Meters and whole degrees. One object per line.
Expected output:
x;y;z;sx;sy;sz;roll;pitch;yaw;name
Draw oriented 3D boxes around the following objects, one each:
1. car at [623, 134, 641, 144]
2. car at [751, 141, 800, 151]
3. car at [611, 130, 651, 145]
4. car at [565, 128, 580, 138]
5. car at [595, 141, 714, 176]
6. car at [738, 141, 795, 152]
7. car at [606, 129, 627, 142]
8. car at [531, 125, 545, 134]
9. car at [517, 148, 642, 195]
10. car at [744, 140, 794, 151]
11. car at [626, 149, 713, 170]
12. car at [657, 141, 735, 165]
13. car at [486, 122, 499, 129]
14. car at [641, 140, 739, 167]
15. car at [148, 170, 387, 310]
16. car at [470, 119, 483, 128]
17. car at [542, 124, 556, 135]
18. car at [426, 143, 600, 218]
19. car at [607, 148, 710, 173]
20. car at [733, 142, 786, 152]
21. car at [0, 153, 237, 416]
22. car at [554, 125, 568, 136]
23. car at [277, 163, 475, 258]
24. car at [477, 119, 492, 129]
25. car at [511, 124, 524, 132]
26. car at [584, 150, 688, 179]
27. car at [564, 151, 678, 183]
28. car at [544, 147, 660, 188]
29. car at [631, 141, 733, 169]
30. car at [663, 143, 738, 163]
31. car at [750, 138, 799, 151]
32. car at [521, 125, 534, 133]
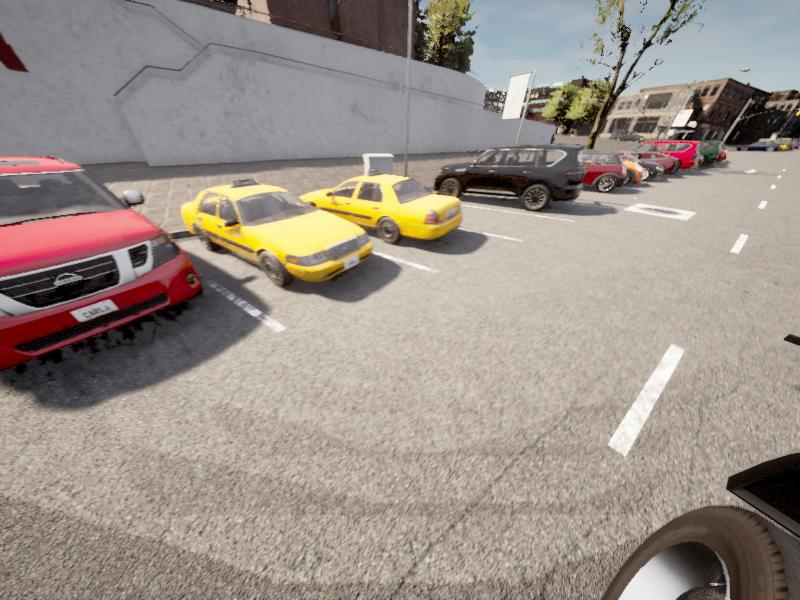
48.878;-34.030;48.774;2.002;1.452;4.674;27;42;25;car
76.568;-31.492;47.215;4.892;1.521;2.231;26;42;33;car
42.949;-30.397;43.079;1.932;1.855;4.605;-20;45;-29;car
42.052;-40.638;56.245;2.231;1.521;4.892;27;42;25;car
18.878;-10.980;17.787;5.566;2.045;2.435;21;40;28;car
68.781;-28.912;43.518;5.366;1.575;1.946;25;42;33;car
47.206;-35.916;50.487;2.435;2.045;5.566;27;42;25;car
37.047;-45.670;62.003;1.946;1.575;5.366;27;42;25;car
9.099;-6.912;12.179;4.553;1.767;2.185;21;40;29;car
71.250;-29.939;44.777;4.553;1.767;2.185;25;42;33;car
23.831;-12.694;20.759;4.674;1.452;2.002;21;40;29;car
31.349;-15.811;24.772;4.442;1.987;1.878;22;40;29;car
28.462;-53.875;71.345;1.946;1.575;5.366;26;42;24;car
28.798;-14.888;23.403;5.566;2.045;2.435;21;40;29;car
-3.053;-1.791;5.146;5.366;1.575;1.946;21;40;29;car
24.852;-57.153;74.852;2.185;1.767;4.553;26;41;24;car
38.600;-44.057;59.784;1.878;1.987;4.442;27;42;24;car
4.132;-5.049;9.316;5.566;2.045;2.435;21;40;29;car
21.212;-11.809;19.416;5.366;1.575;1.946;21;40;28;car
65.962;-28.193;42.566;4.792;1.488;2.163;25;42;32;car
-5.641;-1.046;3.682;5.566;2.045;2.435;21;40;29;car
40.310;-42.409;57.905;1.878;1.987;4.442;27;42;24;car
-0.906;-2.904;6.723;5.366;1.575;1.946;21;40;29;car
26.628;-55.607;72.907;2.435;2.045;5.566;27;42;24;car
33.510;-48.842;65.654;2.002;1.452;4.674;27;42;25;car
16.420;-9.764;16.531;4.792;1.488;2.163;21;40;28;car
13.987;-8.798;15.098;4.892;1.521;2.231;21;40;28;car
11.508;-7.924;13.626;4.553;1.767;2.185;21;40;28;car
26.272;-13.925;22.019;5.566;2.045;2.435;21;40;29;car
33.771;-16.717;26.252;4.553;1.767;2.185;22;40;29;car
74.005;-30.807;45.838;4.442;1.987;1.878;26;42;33;car
35.233;-47.198;63.783;2.002;1.452;4.674;27;42;24;car
